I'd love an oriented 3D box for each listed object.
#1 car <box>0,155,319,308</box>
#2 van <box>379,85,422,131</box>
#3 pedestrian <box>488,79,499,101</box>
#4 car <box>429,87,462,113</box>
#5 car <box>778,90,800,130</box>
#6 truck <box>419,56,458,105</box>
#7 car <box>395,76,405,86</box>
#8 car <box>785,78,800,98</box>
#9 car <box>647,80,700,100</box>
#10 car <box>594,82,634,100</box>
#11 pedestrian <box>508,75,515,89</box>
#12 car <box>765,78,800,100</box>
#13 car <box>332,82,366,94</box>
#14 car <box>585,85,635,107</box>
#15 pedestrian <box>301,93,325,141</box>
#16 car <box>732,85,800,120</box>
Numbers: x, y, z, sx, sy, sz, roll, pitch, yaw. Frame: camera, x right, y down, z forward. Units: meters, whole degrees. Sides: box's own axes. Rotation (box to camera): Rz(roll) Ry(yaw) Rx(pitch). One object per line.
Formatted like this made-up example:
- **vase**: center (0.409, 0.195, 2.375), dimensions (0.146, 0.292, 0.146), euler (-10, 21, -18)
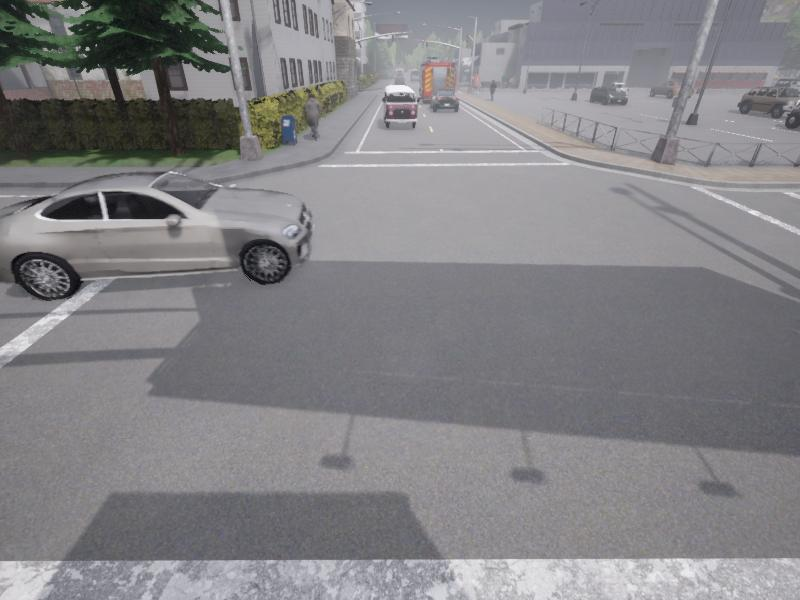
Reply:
- **car**: center (-4.101, -1.330, 6.981), dimensions (5.027, 1.651, 2.152), euler (-5, 31, -6)
- **van**: center (-0.055, -11.213, 23.201), dimensions (2.069, 2.038, 4.480), euler (-2, 30, -4)
- **pedestrian**: center (8.965, -20.223, 38.563), dimensions (0.751, 1.860, 0.751), euler (3, 30, 6)
- **car**: center (3.496, -15.889, 31.713), dimensions (2.038, 1.542, 4.974), euler (0, 30, 0)
- **car**: center (22.620, -9.742, 20.762), dimensions (1.905, 1.878, 3.866), euler (0, 30, 0)
- **truck**: center (3.503, -21.376, 38.836), dimensions (2.891, 3.827, 8.468), euler (0, 30, 0)
- **car**: center (0.004, -40.262, 73.483), dimensions (1.837, 1.490, 4.892), euler (0, 30, 0)
- **car**: center (44.679, -22.693, 42.984), dimensions (1.932, 1.855, 4.605), euler (0, 30, 0)
- **car**: center (28.981, -22.417, 42.621), dimensions (2.152, 1.636, 5.027), euler (0, 30, 0)
- **car**: center (22.564, -22.177, 42.367), dimensions (1.970, 1.475, 3.806), euler (0, 30, 0)
- **pedestrian**: center (17.279, -33.817, 62.092), dimensions (0.751, 1.860, 0.751), euler (1, 30, 1)
- **car**: center (41.775, -22.499, 42.611), dimensions (1.905, 1.878, 3.866), euler (0, 30, 0)
- **car**: center (-6.967, -28.954, 54.595), dimensions (4.181, 1.385, 1.994), euler (4, 30, 7)
- **car**: center (18.919, -18.562, 36.305), dimensions (2.007, 1.523, 4.514), euler (0, 30, 0)
- **pedestrian**: center (-3.860, -8.113, 17.719), dimensions (0.751, 1.860, 0.751), euler (-10, 32, -17)
- **car**: center (25.886, -13.696, 27.574), dimensions (1.932, 1.855, 4.605), euler (0, 30, 0)
